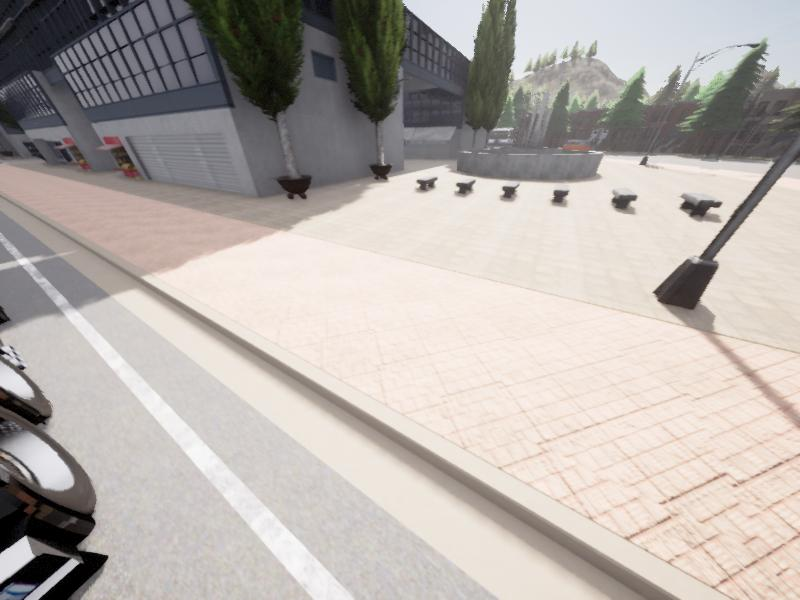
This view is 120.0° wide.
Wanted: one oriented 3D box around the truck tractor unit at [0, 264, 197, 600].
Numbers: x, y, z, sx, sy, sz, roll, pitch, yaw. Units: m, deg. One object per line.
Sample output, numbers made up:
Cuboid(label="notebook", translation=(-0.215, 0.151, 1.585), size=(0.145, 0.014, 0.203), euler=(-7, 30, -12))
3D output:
Cuboid(label="truck tractor unit", translation=(-5.117, -0.293, 0.785), size=(6.516, 4.208, 3.053), euler=(18, 39, 24))

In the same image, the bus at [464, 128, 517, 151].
Cuboid(label="bus", translation=(21.210, -38.131, 54.911), size=(10.273, 4.253, 3.944), euler=(24, 42, 31))

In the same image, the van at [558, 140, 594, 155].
Cuboid(label="van", translation=(30.836, -26.936, 40.699), size=(1.775, 1.987, 4.442), euler=(-15, 37, -20))
